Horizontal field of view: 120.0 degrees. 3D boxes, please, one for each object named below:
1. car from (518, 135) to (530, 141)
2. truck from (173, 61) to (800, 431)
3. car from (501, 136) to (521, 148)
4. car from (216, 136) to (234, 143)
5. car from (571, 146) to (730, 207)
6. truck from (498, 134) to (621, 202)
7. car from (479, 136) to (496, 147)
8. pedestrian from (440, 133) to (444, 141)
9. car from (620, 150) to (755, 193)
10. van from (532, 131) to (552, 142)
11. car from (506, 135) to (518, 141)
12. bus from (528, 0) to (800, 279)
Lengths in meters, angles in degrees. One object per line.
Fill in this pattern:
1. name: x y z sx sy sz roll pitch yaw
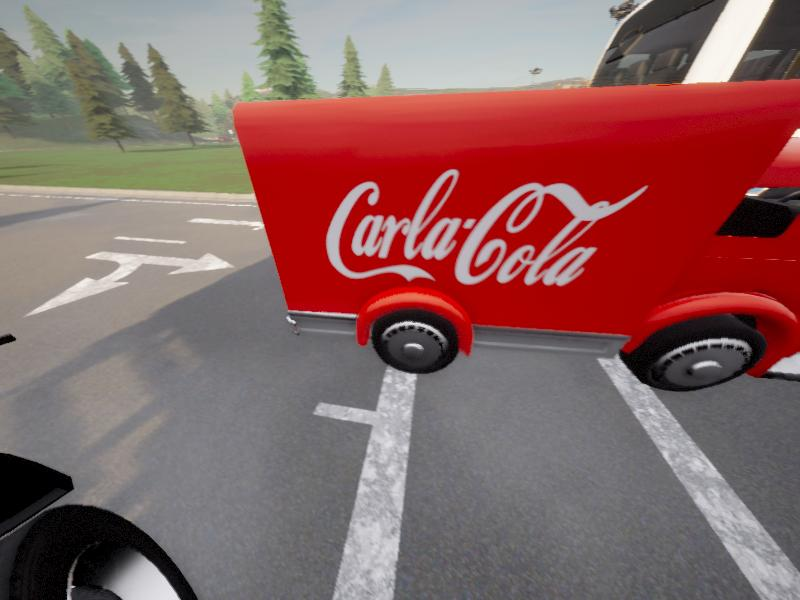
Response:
1. car: 36.512 -47.670 68.027 1.812 1.442 4.674 5 36 7
2. truck: 1.508 -0.752 2.741 5.204 2.467 2.627 5 36 7
3. car: 19.556 -28.049 40.936 2.033 1.649 4.856 5 36 7
4. car: -49.354 -45.441 65.295 2.152 1.651 5.027 -7 37 -10
5. car: 10.147 -5.670 10.189 2.152 1.651 5.027 5 37 7
6. truck: 6.805 -6.630 11.112 2.390 2.098 6.274 5 37 7
7. car: 16.600 -30.176 43.952 2.038 1.542 4.974 5 36 7
8. pedestrian: 12.160 -47.237 66.847 0.751 1.860 0.751 7 37 9
9. car: 14.009 -6.666 11.765 1.994 1.385 4.181 4 36 6
10. van: 39.346 -45.408 64.073 2.351 2.431 6.366 5 36 7
11. car: 33.011 -47.878 68.206 2.038 1.542 4.974 5 36 7
12. bus: 9.211 -3.167 4.516 10.273 4.253 3.944 4 36 5
